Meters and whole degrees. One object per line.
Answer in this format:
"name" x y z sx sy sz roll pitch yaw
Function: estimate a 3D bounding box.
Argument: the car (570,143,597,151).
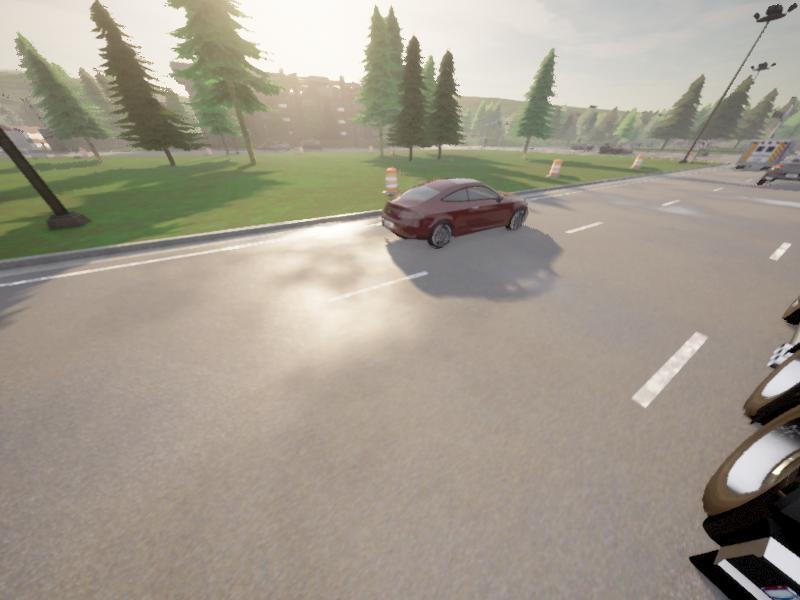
"car" 49.437 -41.320 62.427 1.930 1.638 5.238 -18 39 -24

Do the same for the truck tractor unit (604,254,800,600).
"truck tractor unit" 5.095 -0.316 0.806 6.516 4.208 3.053 -19 39 -25

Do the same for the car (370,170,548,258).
"car" 1.696 -2.691 6.625 4.674 1.442 1.812 -18 39 -24

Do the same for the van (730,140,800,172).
"van" 36.586 -14.477 23.046 6.366 2.431 2.351 -18 39 -25

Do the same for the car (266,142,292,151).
"car" -26.865 -34.070 51.225 4.611 1.667 2.242 -18 39 -24

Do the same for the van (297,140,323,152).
"van" -18.837 -32.186 48.324 4.442 1.987 1.775 -18 39 -24

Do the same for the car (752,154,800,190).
"car" 25.039 -8.075 14.436 5.027 1.651 2.152 -18 39 -24

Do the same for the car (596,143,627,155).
"car" 42.857 -30.693 46.875 1.905 1.878 3.866 -18 39 -24
